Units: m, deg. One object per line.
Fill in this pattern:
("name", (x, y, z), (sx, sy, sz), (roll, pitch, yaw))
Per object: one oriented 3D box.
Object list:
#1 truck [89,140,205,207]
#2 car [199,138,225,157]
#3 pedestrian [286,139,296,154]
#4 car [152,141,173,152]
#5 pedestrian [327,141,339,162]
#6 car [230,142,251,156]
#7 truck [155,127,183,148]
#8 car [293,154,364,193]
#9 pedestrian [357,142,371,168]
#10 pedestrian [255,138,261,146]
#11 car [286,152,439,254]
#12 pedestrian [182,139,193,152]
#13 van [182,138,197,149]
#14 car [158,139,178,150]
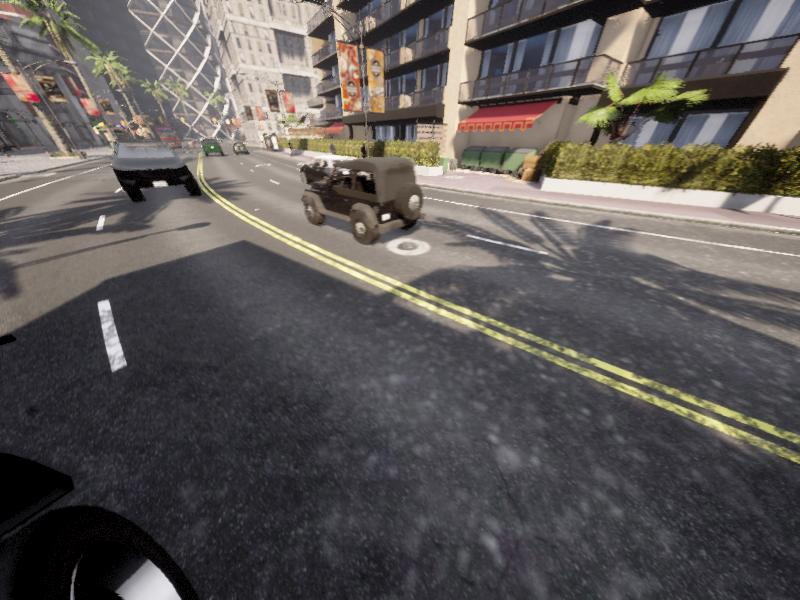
("truck", (-11.592, -6.287, 10.954), (2.390, 2.098, 6.274), (-26, 43, -32))
("car", (-26.422, -21.485, 32.538), (2.150, 2.045, 5.566), (-20, 40, -27))
("pedestrian", (-16.712, -23.522, 35.463), (0.751, 1.860, 0.751), (-21, 40, -28))
("car", (-42.410, -27.501, 41.326), (1.789, 1.549, 3.705), (-22, 41, -28))
("pedestrian", (-7.165, -15.849, 24.620), (0.751, 1.860, 0.751), (-22, 41, -29))
("car", (-24.644, -23.357, 35.632), (1.851, 1.617, 3.988), (-22, 41, -28))
("truck", (-54.724, -38.576, 55.021), (2.891, 3.827, 8.468), (-22, 41, -28))
("car", (-4.018, -7.207, 12.933), (1.970, 1.475, 3.806), (-29, 44, -35))
("pedestrian", (-3.016, -12.368, 19.699), (0.751, 1.860, 0.751), (-25, 42, -32))
("pedestrian", (-43.356, -48.386, 70.664), (0.751, 1.860, 0.751), (29, 44, 35))
("car", (-1.136, -3.003, 6.595), (3.866, 1.878, 1.905), (27, 43, 32))
("pedestrian", (-36.460, -26.481, 39.659), (0.751, 1.860, 0.751), (-22, 41, -29))
("van", (-47.226, -35.133, 51.815), (1.775, 1.987, 4.442), (-22, 41, -28))
("car", (-48.657, -32.739, 48.538), (2.097, 1.767, 4.553), (-22, 41, -28))
